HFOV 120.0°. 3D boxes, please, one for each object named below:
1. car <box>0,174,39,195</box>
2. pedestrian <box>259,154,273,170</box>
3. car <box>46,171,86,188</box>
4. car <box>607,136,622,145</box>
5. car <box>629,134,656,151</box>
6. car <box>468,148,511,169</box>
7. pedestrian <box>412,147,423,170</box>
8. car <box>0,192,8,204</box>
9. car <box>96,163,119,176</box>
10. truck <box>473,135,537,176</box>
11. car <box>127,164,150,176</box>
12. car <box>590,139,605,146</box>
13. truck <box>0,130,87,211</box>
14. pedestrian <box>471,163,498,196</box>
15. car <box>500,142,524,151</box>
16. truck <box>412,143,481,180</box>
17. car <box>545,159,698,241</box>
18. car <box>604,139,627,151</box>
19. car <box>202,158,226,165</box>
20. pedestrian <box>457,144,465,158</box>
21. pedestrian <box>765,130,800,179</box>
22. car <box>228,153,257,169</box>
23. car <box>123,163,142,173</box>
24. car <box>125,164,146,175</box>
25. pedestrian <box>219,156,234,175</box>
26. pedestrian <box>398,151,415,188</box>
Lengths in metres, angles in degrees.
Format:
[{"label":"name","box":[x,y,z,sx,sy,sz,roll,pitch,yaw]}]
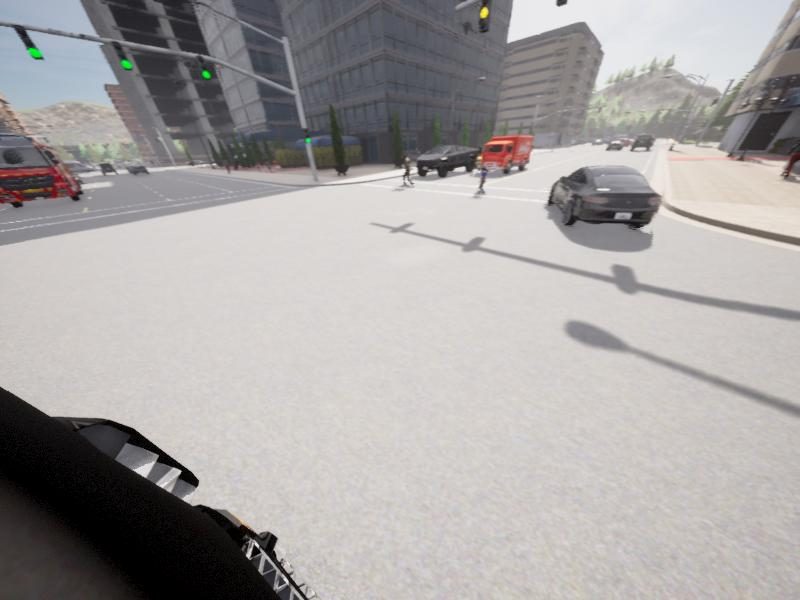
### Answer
[{"label":"car","box":[-38.656,-11.566,22.999,5.357,1.411,2.033,25,43,35]},{"label":"pedestrian","box":[-18.479,-19.018,31.907,0.751,1.860,0.751,12,36,21]},{"label":"car","box":[-37.886,-13.814,26.338,4.181,1.385,1.994,25,43,35]},{"label":"car","box":[57.753,-42.830,62.167,1.905,1.878,3.866,26,43,36]},{"label":"car","box":[38.275,-24.806,36.424,2.150,2.045,5.566,26,43,36]},{"label":"car","box":[9.359,-14.761,23.971,1.801,1.575,5.366,26,43,36]},{"label":"pedestrian","box":[1.751,-14.067,22.932,0.751,1.860,0.751,-26,40,-31]},{"label":"car","box":[-28.702,-6.954,15.238,3.806,1.475,1.970,25,43,35]},{"label":"car","box":[-54.009,-24.163,42.660,3.866,1.878,1.905,25,43,35]},{"label":"truck","box":[8.558,-11.813,18.794,2.627,2.467,5.204,25,43,36]},{"label":"car","box":[-44.145,-22.013,39.015,4.892,1.490,1.837,25,43,35]},{"label":"car","box":[54.554,-43.486,63.749,2.163,1.488,4.792,26,43,36]},{"label":"truck","box":[-25.140,-8.855,15.700,8.468,3.827,2.891,25,43,35]},{"label":"pedestrian","box":[4.028,-5.802,11.125,0.751,1.300,0.751,-24,39,-29]},{"label":"car","box":[27.767,-38.169,57.428,4.553,1.767,2.097,26,43,36]},{"label":"truck","box":[3.994,-11.622,19.191,2.390,2.098,6.274,26,43,36]},{"label":"car","box":[6.168,-3.409,7.282,1.812,1.442,4.674,9,36,18]},{"label":"car","box":[37.676,-27.061,40.318,2.038,1.542,4.974,26,43,36]},{"label":"car","box":[-56.741,-42.225,70.473,2.152,1.651,5.027,25,43,35]},{"label":"pedestrian","box":[9.423,-23.104,35.868,0.751,1.860,0.751,27,44,37]},{"label":"pedestrian","box":[17.957,-6.542,10.392,0.751,1.860,0.751,23,41,33]},{"label":"car","box":[-27.469,-24.402,40.534,2.390,2.098,6.274,-12,35,-13]},{"label":"car","box":[-54.643,-26.940,47.180,5.008,1.535,1.882,25,43,35]},{"label":"car","box":[-49.119,-24.301,42.927,3.806,1.475,1.970,25,43,35]},{"label":"pedestrian","box":[-20.888,-16.188,27.845,0.751,1.860,0.751,27,44,37]},{"label":"pedestrian","box":[0.412,-7.921,14.078,0.751,1.860,0.751,14,37,24]}]
